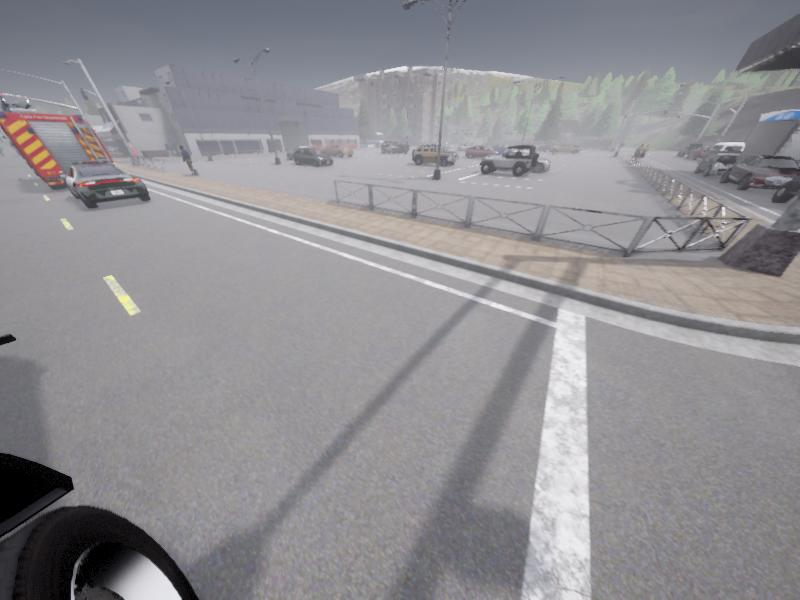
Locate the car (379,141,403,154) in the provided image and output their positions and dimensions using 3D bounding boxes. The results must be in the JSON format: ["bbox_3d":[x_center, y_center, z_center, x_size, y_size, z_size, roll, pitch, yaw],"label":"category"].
[{"bbox_3d":[-1.616,-27.552,41.801,3.866,1.878,1.905,22,40,28],"label":"car"}]

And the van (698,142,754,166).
[{"bbox_3d":[36.422,-16.548,26.045,2.069,2.038,4.480,22,40,28],"label":"van"}]

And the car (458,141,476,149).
[{"bbox_3d":[19.762,-46.038,68.611,4.605,1.855,1.932,21,40,28],"label":"car"}]

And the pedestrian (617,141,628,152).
[{"bbox_3d":[43.529,-30.031,45.204,0.751,1.860,0.751,21,40,27],"label":"pedestrian"}]

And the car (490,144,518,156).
[{"bbox_3d":[16.976,-24.501,37.737,3.633,1.501,1.845,22,40,28],"label":"car"}]

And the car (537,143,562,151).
[{"bbox_3d":[37.887,-38.810,58.480,4.792,1.488,2.163,21,40,28],"label":"car"}]

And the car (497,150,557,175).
[{"bbox_3d":[10.434,-11.423,19.079,3.806,1.475,1.970,22,40,28],"label":"car"}]

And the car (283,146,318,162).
[{"bbox_3d":[-12.381,-18.296,28.852,3.806,1.475,1.970,22,40,28],"label":"car"}]

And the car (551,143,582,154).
[{"bbox_3d":[31.818,-29.038,44.195,4.514,1.523,2.007,22,40,28],"label":"car"}]

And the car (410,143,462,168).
[{"bbox_3d":[3.469,-14.385,22.911,4.605,1.855,1.932,22,40,28],"label":"car"}]

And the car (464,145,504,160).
[{"bbox_3d":[11.204,-19.839,31.043,4.514,1.523,2.007,22,40,28],"label":"car"}]

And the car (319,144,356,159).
[{"bbox_3d":[-8.962,-21.480,33.264,5.027,1.636,2.152,22,40,28],"label":"car"}]

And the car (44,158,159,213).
[{"bbox_3d":[-13.258,-5.260,10.252,4.974,1.542,2.038,22,41,28],"label":"car"}]

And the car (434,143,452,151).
[{"bbox_3d":[10.497,-37.492,56.512,3.633,1.501,1.845,22,40,28],"label":"car"}]

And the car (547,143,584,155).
[{"bbox_3d":[30.060,-27.555,42.061,5.027,1.636,2.152,22,40,28],"label":"car"}]

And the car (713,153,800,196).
[{"bbox_3d":[21.013,-7.384,13.349,2.033,1.649,4.856,22,40,28],"label":"car"}]

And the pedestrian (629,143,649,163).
[{"bbox_3d":[26.411,-16.249,25.527,0.751,1.860,0.751,21,40,28],"label":"pedestrian"}]

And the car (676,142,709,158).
[{"bbox_3d":[44.169,-22.742,35.023,1.905,1.878,3.866,22,41,28],"label":"car"}]

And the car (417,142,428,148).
[{"bbox_3d":[7.512,-52.262,77.930,1.816,1.474,4.193,22,40,28],"label":"car"}]

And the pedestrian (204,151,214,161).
[{"bbox_3d":[-24.518,-18.448,29.622,0.500,1.100,0.500,22,40,28],"label":"pedestrian"}]

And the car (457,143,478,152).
[{"bbox_3d":[14.862,-33.664,51.012,3.806,1.475,1.970,22,40,28],"label":"car"}]

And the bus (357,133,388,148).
[{"bbox_3d":[-9.719,-56.163,81.229,10.273,4.253,3.944,21,40,28],"label":"bus"}]

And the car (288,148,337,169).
[{"bbox_3d":[-8.712,-14.224,23.102,4.514,1.523,2.007,22,40,28],"label":"car"}]

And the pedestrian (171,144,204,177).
[{"bbox_3d":[-14.441,-9.517,15.773,0.751,1.860,0.751,-3,35,-4],"label":"pedestrian"}]

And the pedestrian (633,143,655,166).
[{"bbox_3d":[24.521,-14.677,23.283,0.751,1.860,0.751,22,41,29],"label":"pedestrian"}]

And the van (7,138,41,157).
[{"bbox_3d":[-65.886,-26.768,40.512,5.915,2.561,1.988,22,41,28],"label":"van"}]

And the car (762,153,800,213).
[{"bbox_3d":[17.276,-4.474,8.966,1.905,1.878,3.866,22,40,28],"label":"car"}]

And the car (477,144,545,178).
[{"bbox_3d":[8.024,-10.293,16.976,3.866,1.878,1.905,22,40,28],"label":"car"}]

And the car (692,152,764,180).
[{"bbox_3d":[24.673,-10.280,17.616,1.970,1.475,3.806,22,41,28],"label":"car"}]

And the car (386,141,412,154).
[{"bbox_3d":[-0.286,-29.035,43.956,4.605,1.855,1.932,22,40,28],"label":"car"}]

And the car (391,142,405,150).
[{"bbox_3d":[-0.400,-42.466,63.581,1.905,1.878,3.866,22,40,28],"label":"car"}]

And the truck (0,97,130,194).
[{"bbox_3d":[-20.545,-9.122,13.832,8.468,3.827,2.891,22,40,28],"label":"truck"}]
